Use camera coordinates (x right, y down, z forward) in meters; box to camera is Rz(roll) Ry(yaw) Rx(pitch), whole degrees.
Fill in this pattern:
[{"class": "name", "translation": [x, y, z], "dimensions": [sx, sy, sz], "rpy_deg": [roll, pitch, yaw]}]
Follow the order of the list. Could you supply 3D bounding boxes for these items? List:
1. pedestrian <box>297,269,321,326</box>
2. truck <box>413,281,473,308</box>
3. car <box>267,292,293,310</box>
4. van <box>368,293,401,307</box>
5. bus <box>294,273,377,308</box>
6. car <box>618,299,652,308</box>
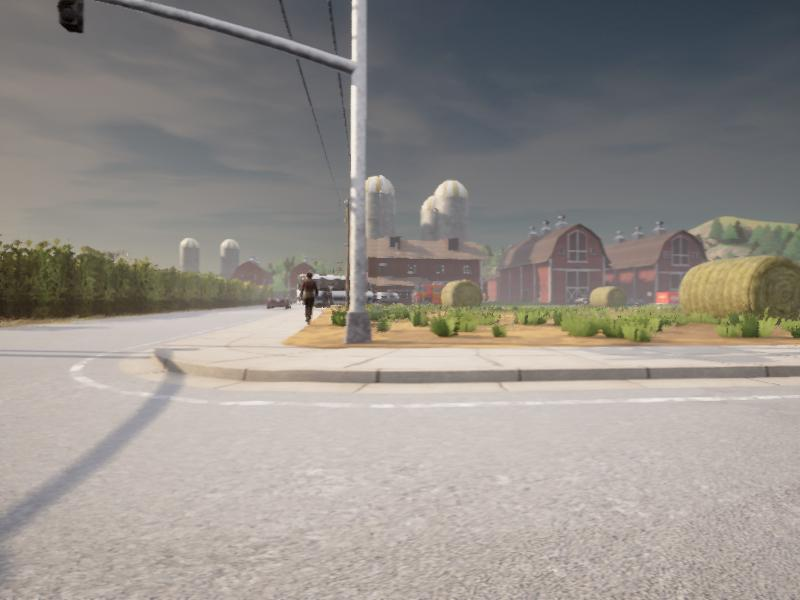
[{"class": "pedestrian", "translation": [-3.087, -0.084, 13.591], "dimensions": [0.751, 1.860, 0.751], "rpy_deg": [0, 0, -10]}, {"class": "truck", "translation": [6.328, -0.827, 59.790], "dimensions": [8.468, 3.827, 2.891], "rpy_deg": [0, 0, -10]}, {"class": "car", "translation": [-12.736, 0.113, 42.626], "dimensions": [2.097, 1.767, 4.553], "rpy_deg": [0, 0, -9]}, {"class": "van", "translation": [-2.286, 0.025, 58.258], "dimensions": [4.480, 2.038, 2.069], "rpy_deg": [0, 0, -10]}, {"class": "bus", "translation": [-8.440, -1.107, 53.424], "dimensions": [10.273, 4.253, 3.944], "rpy_deg": [0, 0, -38]}, {"class": "car", "translation": [36.141, 0.515, 61.516], "dimensions": [4.181, 1.385, 1.994], "rpy_deg": [0, 1, -10]}]
